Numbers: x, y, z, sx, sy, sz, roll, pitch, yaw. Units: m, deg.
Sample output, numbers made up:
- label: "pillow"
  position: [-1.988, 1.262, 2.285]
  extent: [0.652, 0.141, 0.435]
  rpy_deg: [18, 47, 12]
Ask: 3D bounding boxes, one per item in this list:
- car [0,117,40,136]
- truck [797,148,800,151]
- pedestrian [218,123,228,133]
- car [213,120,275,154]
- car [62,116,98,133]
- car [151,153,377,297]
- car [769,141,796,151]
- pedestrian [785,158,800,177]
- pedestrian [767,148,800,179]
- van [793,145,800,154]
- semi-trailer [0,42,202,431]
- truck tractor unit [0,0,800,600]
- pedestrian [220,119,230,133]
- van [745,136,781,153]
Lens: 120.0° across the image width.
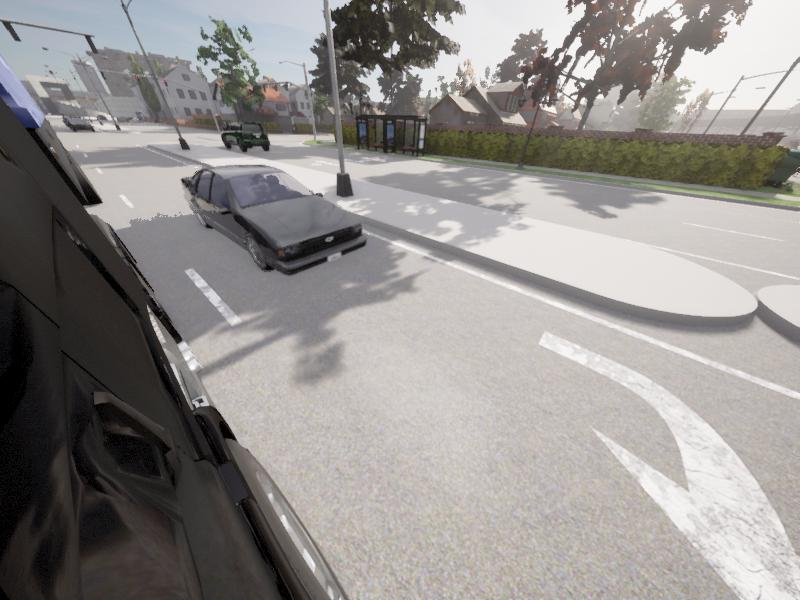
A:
- label: "car"
  position: [-40.190, -17.628, 23.466]
  extent: [1.994, 1.385, 4.181]
  rpy_deg: [-12, 39, -19]
- label: "truck"
  position: [89.088, -33.001, 48.225]
  extent: [2.891, 3.827, 8.468]
  rpy_deg: [28, 45, 30]
- label: "pedestrian"
  position: [-31.631, -30.682, 41.211]
  extent: [0.751, 1.300, 0.751]
  rpy_deg: [3, 37, 0]
- label: "car"
  position: [-13.575, -14.250, 20.091]
  extent: [5.566, 2.045, 2.150]
  rpy_deg: [28, 44, 30]
- label: "car"
  position: [-42.778, -23.465, 30.864]
  extent: [5.238, 1.638, 1.930]
  rpy_deg: [27, 43, 29]
- label: "car"
  position: [-3.172, -2.154, 5.156]
  extent: [5.357, 1.411, 2.033]
  rpy_deg: [28, 44, 30]
- label: "car"
  position: [90.896, -36.715, 54.949]
  extent: [1.801, 1.575, 5.366]
  rpy_deg: [28, 45, 30]
- label: "pedestrian"
  position: [32.600, -10.988, 18.541]
  extent: [0.751, 1.860, 0.751]
  rpy_deg: [27, 43, 29]
- label: "pedestrian"
  position: [29.293, -10.270, 17.379]
  extent: [0.751, 1.860, 0.751]
  rpy_deg: [28, 44, 30]
- label: "van"
  position: [80.688, -29.917, 44.943]
  extent: [1.988, 2.561, 5.915]
  rpy_deg: [28, 45, 30]
- label: "semi-trailer"
  position: [-8.698, -3.609, 4.221]
  extent: [14.254, 4.402, 2.717]
  rpy_deg: [28, 44, 30]
- label: "truck tractor unit"
  position: [-2.645, -0.295, 0.352]
  extent: [6.516, 4.208, 3.053]
  rpy_deg: [28, 44, 30]
- label: "pedestrian"
  position: [-31.030, -30.808, 40.950]
  extent: [0.751, 1.860, 0.751]
  rpy_deg: [-25, 45, -32]
- label: "van"
  position: [74.213, -31.999, 47.373]
  extent: [1.988, 2.561, 5.915]
  rpy_deg: [28, 45, 30]
